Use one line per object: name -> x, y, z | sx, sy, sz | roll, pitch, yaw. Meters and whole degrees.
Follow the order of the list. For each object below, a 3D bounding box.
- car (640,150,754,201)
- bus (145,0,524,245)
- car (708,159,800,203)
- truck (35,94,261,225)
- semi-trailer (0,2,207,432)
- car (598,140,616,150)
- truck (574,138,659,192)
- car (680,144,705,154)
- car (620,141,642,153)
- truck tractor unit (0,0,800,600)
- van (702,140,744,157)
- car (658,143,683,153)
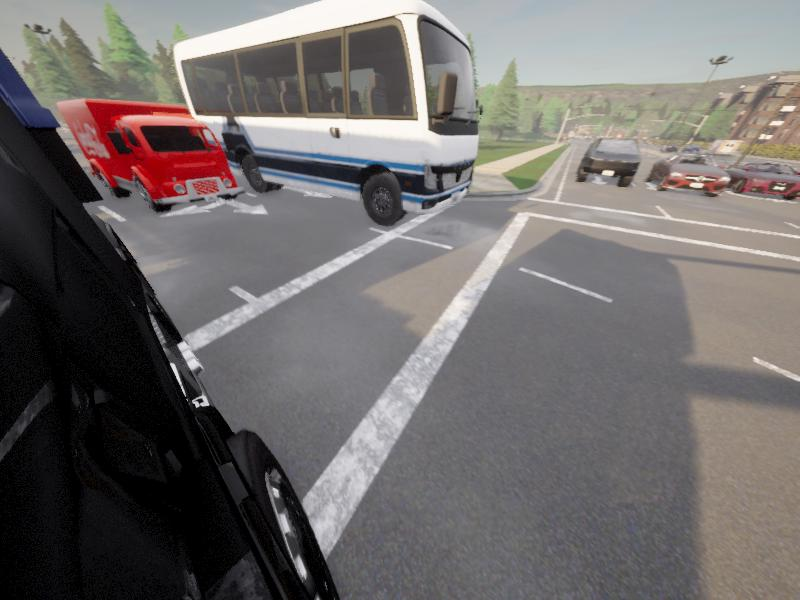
car -> 15.120, -6.783, 12.271 | 2.152, 1.651, 5.027 | 22, 41, 24
bus -> -2.485, -5.696, 7.567 | 10.273, 4.253, 3.944 | 22, 41, 24
car -> 19.116, -6.435, 12.257 | 1.994, 1.385, 4.181 | 22, 41, 24
truck -> -7.431, -4.421, 7.050 | 5.204, 2.467, 2.627 | 23, 41, 25
semi-trailer -> -9.051, -3.329, 3.861 | 14.254, 4.402, 2.717 | 24, 42, 26
car -> 43.373, -32.494, 48.449 | 2.038, 1.542, 4.974 | 22, 41, 24
truck -> 12.243, -8.243, 13.655 | 2.390, 2.098, 6.274 | 22, 41, 24
car -> 60.352, -31.203, 47.809 | 1.812, 1.442, 4.674 | 22, 41, 24
car -> 44.635, -29.791, 44.824 | 2.033, 1.649, 4.856 | 22, 41, 24
truck tractor unit -> -2.645, -0.295, 0.352 | 6.516, 4.208, 3.053 | 28, 44, 30
van -> 62.347, -29.500, 44.828 | 2.351, 2.431, 6.366 | 22, 41, 24
car -> 57.089, -32.163, 48.821 | 2.038, 1.542, 4.974 | 22, 41, 25
